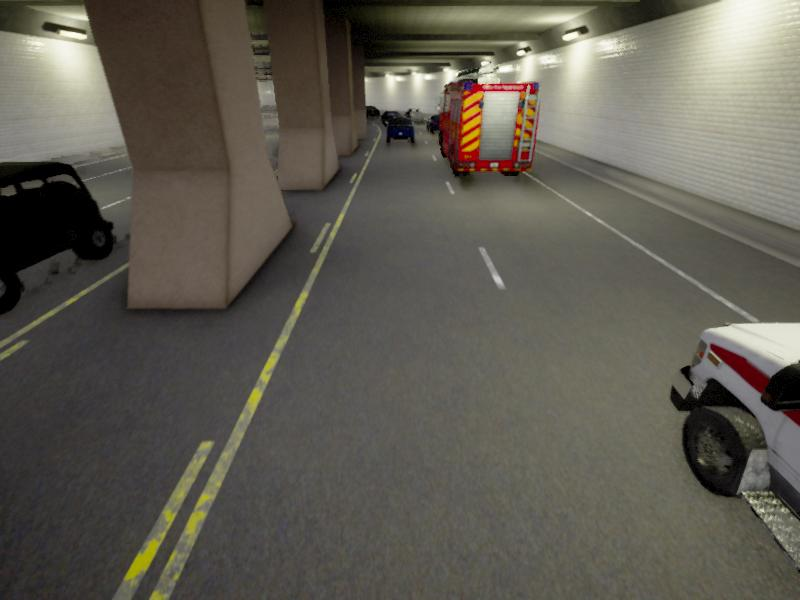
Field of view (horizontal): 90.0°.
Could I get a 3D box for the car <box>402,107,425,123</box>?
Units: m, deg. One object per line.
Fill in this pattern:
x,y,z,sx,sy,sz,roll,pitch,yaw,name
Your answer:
1.524,-21.613,46.601,1.845,1.501,3.633,-5,28,-10,car

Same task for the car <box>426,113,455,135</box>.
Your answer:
3.321,-14.871,33.686,1.812,1.442,4.674,-1,27,-2,car

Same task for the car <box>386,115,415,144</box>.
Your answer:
0.006,-12.241,28.511,1.882,1.535,5.008,0,27,-1,car

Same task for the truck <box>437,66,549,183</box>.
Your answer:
3.534,-8.058,17.954,2.891,3.827,8.468,0,27,0,truck

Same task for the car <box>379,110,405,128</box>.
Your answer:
-0.875,-18.564,40.868,2.033,1.411,5.357,-3,28,-6,car

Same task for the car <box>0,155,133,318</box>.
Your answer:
-6.982,-1.235,6.893,1.905,1.878,3.866,0,27,0,car

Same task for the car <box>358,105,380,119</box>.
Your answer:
-4.203,-25.516,54.128,1.882,1.535,5.008,-8,28,-15,car

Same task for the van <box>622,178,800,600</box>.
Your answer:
3.516,1.603,0.829,2.351,2.431,6.366,0,27,0,van
